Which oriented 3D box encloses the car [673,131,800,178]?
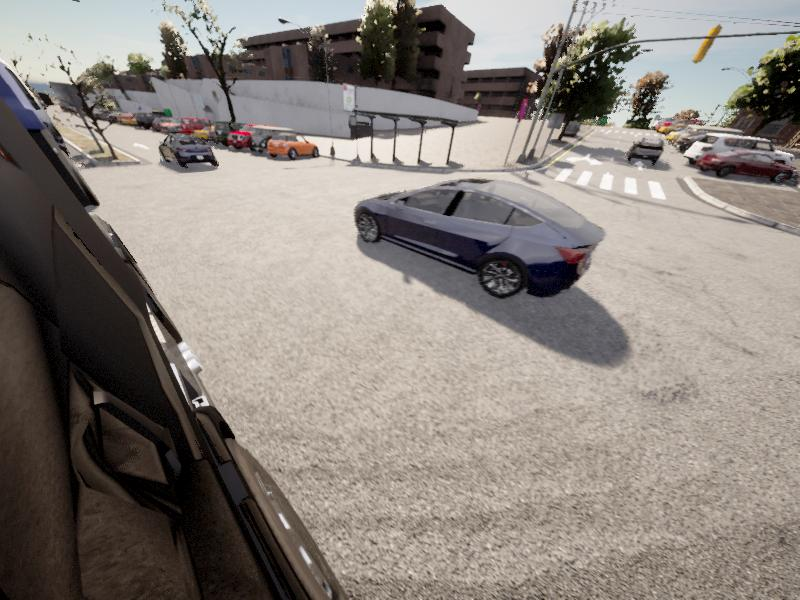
[{"bbox_3d":[24.723,-10.685,16.854,5.566,2.045,2.435,14,43,12],"label":"car"}]

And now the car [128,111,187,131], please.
[{"bbox_3d":[-37.336,-27.669,35.917,2.435,2.045,5.566,13,36,12],"label":"car"}]

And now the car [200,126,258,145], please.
[{"bbox_3d":[-18.305,-17.777,25.082,2.002,1.452,4.674,14,36,12],"label":"car"}]

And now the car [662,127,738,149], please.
[{"bbox_3d":[36.023,-19.651,27.942,5.366,1.575,1.946,14,43,12],"label":"car"}]

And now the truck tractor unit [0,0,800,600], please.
[{"bbox_3d":[-2.645,-0.295,0.352,6.516,4.208,3.053,28,44,30],"label":"truck tractor unit"}]

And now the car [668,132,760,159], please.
[{"bbox_3d":[30.258,-15.098,22.504,4.892,1.521,2.231,14,43,12],"label":"car"}]

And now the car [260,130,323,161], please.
[{"bbox_3d":[-8.811,-13.006,19.401,2.185,1.767,4.553,14,37,12],"label":"car"}]

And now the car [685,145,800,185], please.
[{"bbox_3d":[22.831,-8.939,15.224,4.674,1.452,2.002,14,43,12],"label":"car"}]

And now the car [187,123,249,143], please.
[{"bbox_3d":[-20.624,-19.126,26.581,1.946,1.575,5.366,13,36,12],"label":"car"}]

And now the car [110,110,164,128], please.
[{"bbox_3d":[-46.872,-32.407,41.385,2.435,2.045,5.566,14,36,12],"label":"car"}]

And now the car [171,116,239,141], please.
[{"bbox_3d":[-23.035,-20.451,27.684,2.435,2.045,5.566,13,36,12],"label":"car"}]

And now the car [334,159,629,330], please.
[{"bbox_3d":[1.132,-1.646,4.685,4.792,1.488,2.163,29,44,30],"label":"car"}]

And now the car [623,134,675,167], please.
[{"bbox_3d":[19.856,-12.126,18.617,2.128,1.511,4.902,28,47,26],"label":"car"}]

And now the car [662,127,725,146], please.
[{"bbox_3d":[37.707,-21.193,29.832,4.674,1.452,2.002,14,43,12],"label":"car"}]

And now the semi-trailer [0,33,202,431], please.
[{"bbox_3d":[-8.730,-3.575,4.208,14.254,4.402,2.717,28,43,29],"label":"semi-trailer"}]

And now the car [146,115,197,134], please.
[{"bbox_3d":[-32.592,-25.135,33.193,2.185,1.767,4.553,13,36,12],"label":"car"}]

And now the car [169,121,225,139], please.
[{"bbox_3d":[-25.440,-21.432,29.219,2.163,1.488,4.792,13,36,12],"label":"car"}]

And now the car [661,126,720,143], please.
[{"bbox_3d":[39.556,-22.736,31.670,4.674,1.452,2.002,14,43,12],"label":"car"}]

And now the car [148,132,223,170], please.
[{"bbox_3d":[-12.318,-8.637,13.279,4.193,1.474,1.816,27,42,29],"label":"car"}]

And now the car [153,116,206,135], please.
[{"bbox_3d":[-30.184,-23.966,31.870,2.185,1.767,4.553,14,36,11],"label":"car"}]

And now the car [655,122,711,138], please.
[{"bbox_3d":[45.259,-27.338,37.101,5.366,1.575,1.946,14,43,11],"label":"car"}]

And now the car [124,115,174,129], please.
[{"bbox_3d":[-42.069,-29.941,38.940,1.946,1.575,5.366,13,36,12],"label":"car"}]

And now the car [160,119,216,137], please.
[{"bbox_3d":[-27.818,-22.645,30.553,2.231,1.521,4.892,14,37,11],"label":"car"}]

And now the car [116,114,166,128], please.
[{"bbox_3d":[-44.555,-30.931,40.023,1.946,1.575,5.366,14,36,12],"label":"car"}]

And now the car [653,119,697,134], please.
[{"bbox_3d":[50.586,-32.098,42.620,4.553,1.767,2.185,14,41,10],"label":"car"}]

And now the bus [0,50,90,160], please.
[{"bbox_3d":[-23.248,-11.245,13.286,10.273,4.253,3.944,27,42,27],"label":"bus"}]

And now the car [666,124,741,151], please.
[{"bbox_3d":[33.882,-18.354,26.024,4.442,1.987,1.878,14,43,12],"label":"car"}]

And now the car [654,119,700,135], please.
[{"bbox_3d":[48.728,-30.594,40.767,4.553,1.767,2.185,14,42,11],"label":"car"}]

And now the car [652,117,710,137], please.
[{"bbox_3d":[46.899,-29.119,38.817,5.566,2.045,2.435,14,43,11],"label":"car"}]

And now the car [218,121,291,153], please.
[{"bbox_3d":[-13.525,-15.564,22.126,2.435,2.045,5.566,14,37,12],"label":"car"}]

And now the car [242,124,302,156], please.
[{"bbox_3d":[-11.185,-14.273,20.681,1.878,1.987,4.442,14,37,12],"label":"car"}]

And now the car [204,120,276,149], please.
[{"bbox_3d":[-15.893,-16.816,23.558,2.435,2.045,5.566,14,36,12],"label":"car"}]

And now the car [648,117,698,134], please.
[{"bbox_3d":[52.317,-33.646,44.446,5.566,2.045,2.435,15,38,10],"label":"car"}]

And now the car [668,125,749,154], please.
[{"bbox_3d":[32.021,-16.819,24.194,4.442,1.987,1.878,14,43,12],"label":"car"}]
